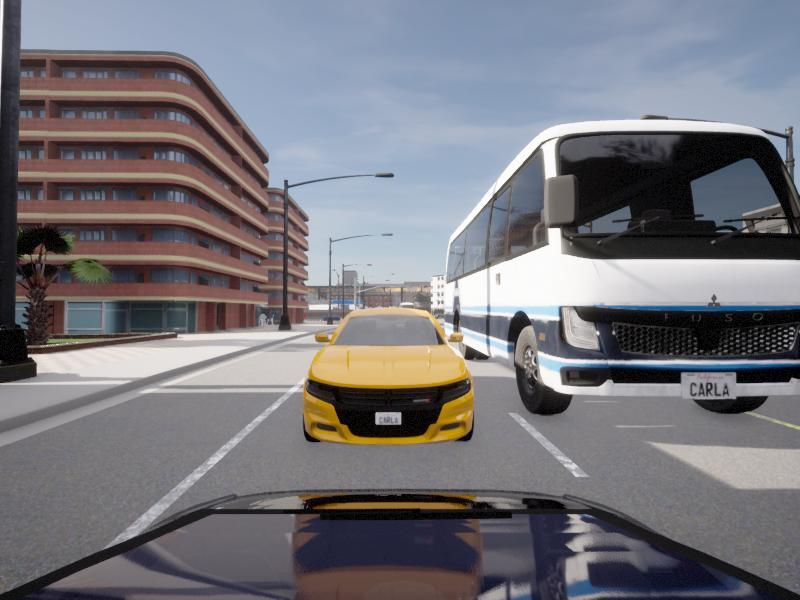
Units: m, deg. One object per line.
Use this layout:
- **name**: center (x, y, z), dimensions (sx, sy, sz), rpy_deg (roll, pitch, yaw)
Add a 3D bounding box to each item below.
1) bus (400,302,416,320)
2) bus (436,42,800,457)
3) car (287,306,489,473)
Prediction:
- **bus**: center (1.998, 2.863, 104.264), dimensions (3.944, 4.253, 10.273), rpy_deg (0, -2, -1)
- **bus**: center (3.395, -0.452, 9.263), dimensions (3.944, 4.253, 10.273), rpy_deg (0, -1, -1)
- **car**: center (-0.160, 0.861, 6.233), dimensions (1.882, 1.535, 5.008), rpy_deg (0, -1, -1)
